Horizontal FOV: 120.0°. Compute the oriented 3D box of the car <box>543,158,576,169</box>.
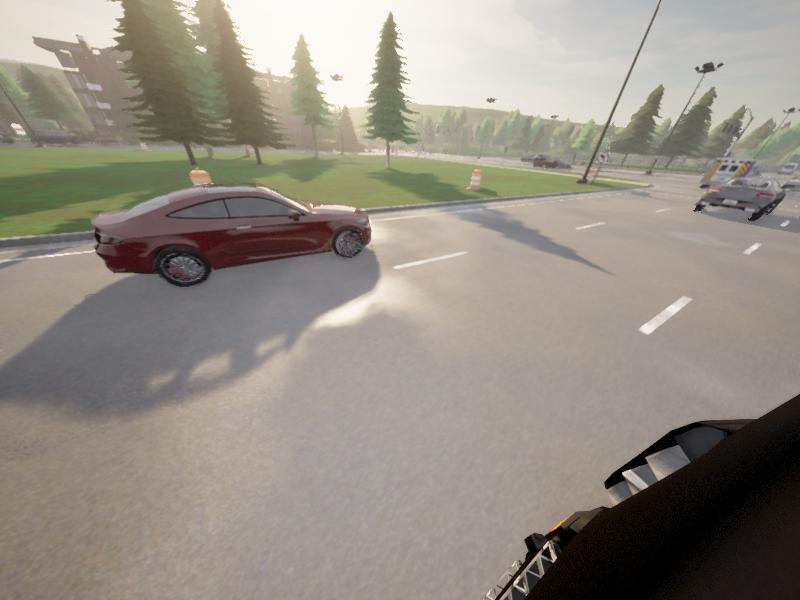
[{"bbox_3d":[28.294,-24.283,41.095,1.994,1.385,4.181,-16,38,-25],"label":"car"}]

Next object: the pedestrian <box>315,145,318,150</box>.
[{"bbox_3d":[-23.248,-42.631,64.599,0.500,1.100,0.500,-15,38,-25],"label":"pedestrian"}]

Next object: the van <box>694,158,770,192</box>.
[{"bbox_3d":[31.118,-11.782,21.667,6.366,2.431,2.351,-16,38,-26],"label":"van"}]

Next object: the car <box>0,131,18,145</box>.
[{"bbox_3d":[-58.325,-22.997,32.553,3.988,1.617,1.851,-16,38,-26],"label":"car"}]

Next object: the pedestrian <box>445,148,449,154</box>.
[{"bbox_3d":[17.603,-55.864,86.721,0.751,1.860,0.751,-20,40,-30],"label":"pedestrian"}]

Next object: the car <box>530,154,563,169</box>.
[{"bbox_3d":[25.082,-23.827,39.704,1.905,1.878,3.866,-16,38,-25],"label":"car"}]

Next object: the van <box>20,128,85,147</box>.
[{"bbox_3d":[-49.867,-23.346,33.309,4.442,1.987,1.775,-16,38,-26],"label":"van"}]

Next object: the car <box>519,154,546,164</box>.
[{"bbox_3d":[31.663,-33.968,55.576,1.930,1.638,5.238,-16,38,-25],"label":"car"}]

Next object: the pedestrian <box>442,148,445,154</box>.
[{"bbox_3d":[16.615,-57.117,88.519,0.751,1.860,0.751,-6,35,-13],"label":"pedestrian"}]

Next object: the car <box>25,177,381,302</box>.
[{"bbox_3d":[-2.894,-1.599,4.794,4.674,1.442,1.812,-16,38,-26],"label":"car"}]

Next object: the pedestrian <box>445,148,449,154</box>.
[{"bbox_3d":[17.862,-56.463,87.635,0.751,1.860,0.751,16,36,18],"label":"pedestrian"}]

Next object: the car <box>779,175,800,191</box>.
[{"bbox_3d":[42.652,-12.389,24.452,4.718,1.301,1.895,-16,38,-26],"label":"car"}]

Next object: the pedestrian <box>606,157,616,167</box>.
[{"bbox_3d":[47.609,-31.206,52.122,0.751,1.860,0.751,-13,37,-22],"label":"pedestrian"}]

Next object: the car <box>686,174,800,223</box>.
[{"bbox_3d":[17.159,-5.192,11.500,5.027,1.651,2.152,-16,38,-26],"label":"car"}]

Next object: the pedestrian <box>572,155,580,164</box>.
[{"bbox_3d":[44.257,-35.384,58.117,0.751,1.860,0.751,-13,37,-23],"label":"pedestrian"}]
